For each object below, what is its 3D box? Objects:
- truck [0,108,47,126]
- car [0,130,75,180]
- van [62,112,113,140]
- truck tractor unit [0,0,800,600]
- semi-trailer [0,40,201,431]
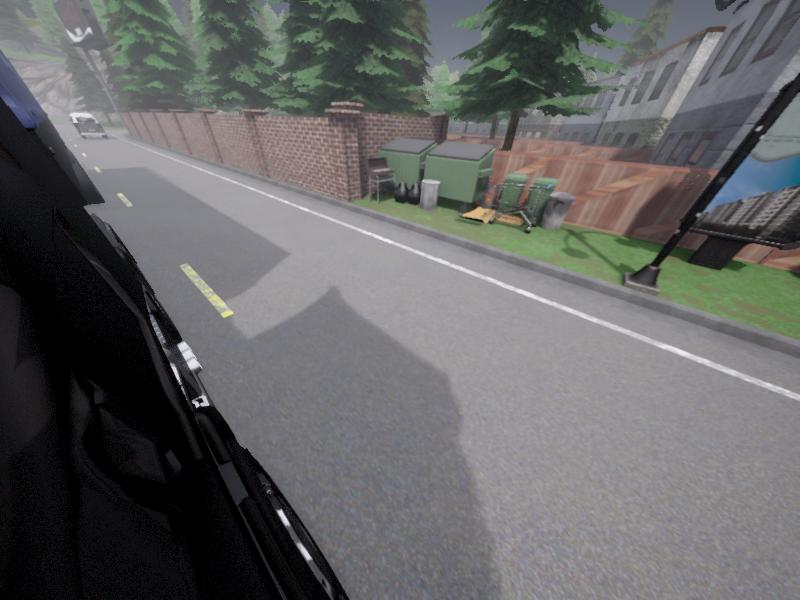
[{"bbox_3d":[-59.989,-29.026,36.675,6.274,2.098,2.390,19,40,20],"label":"truck"},{"bbox_3d":[-16.141,-6.332,9.902,4.181,1.385,1.994,28,44,30],"label":"car"},{"bbox_3d":[-31.608,-17.614,23.365,4.480,2.038,2.069,28,44,30],"label":"van"},{"bbox_3d":[-2.645,-0.295,0.352,6.516,4.208,3.053,28,44,30],"label":"truck tractor unit"},{"bbox_3d":[-8.677,-3.626,4.239,14.254,4.402,2.717,28,44,30],"label":"semi-trailer"}]
